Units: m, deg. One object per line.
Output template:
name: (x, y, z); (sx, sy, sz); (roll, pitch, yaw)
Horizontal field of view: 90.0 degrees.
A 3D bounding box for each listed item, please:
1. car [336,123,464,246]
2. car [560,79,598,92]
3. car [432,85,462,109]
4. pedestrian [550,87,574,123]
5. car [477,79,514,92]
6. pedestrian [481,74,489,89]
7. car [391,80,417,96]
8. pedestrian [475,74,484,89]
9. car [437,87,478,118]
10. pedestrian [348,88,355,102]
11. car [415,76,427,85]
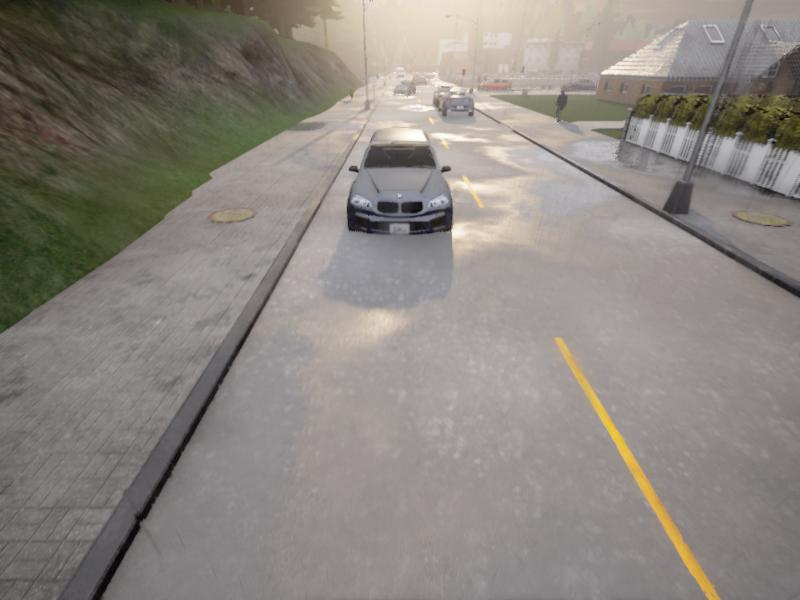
car: (0.000, -2.949, 9.386); (2.242, 1.667, 4.611); (0, 30, 0)
car: (24.595, -29.635, 55.208); (4.193, 1.474, 1.816); (0, 30, 0)
car: (3.998, -17.745, 34.819); (2.038, 1.542, 4.974); (0, 30, 0)
pedestrian: (9.406, -11.344, 23.298); (0.751, 1.860, 0.751); (-3, 30, -6)
car: (13.071, -29.639, 55.161); (4.514, 1.525, 2.007); (0, 30, 0)
pedestrian: (12.192, -31.260, 57.312); (0.751, 1.860, 0.751); (-2, 30, -3)
car: (0.575, -25.448, 47.992); (2.007, 1.525, 4.514); (8, 31, 14)
pedestrian: (11.314, -31.116, 57.067); (0.751, 1.860, 0.751); (-18, 35, -27)
car: (3.998, -14.198, 28.665); (2.152, 1.651, 5.027); (0, 30, 0)
pedestrian: (-4.568, -19.295, 37.640); (0.500, 1.100, 0.500); (9, 31, 14)
car: (4.003, -41.474, 75.545); (1.994, 1.385, 4.181); (0, 30, 0)
